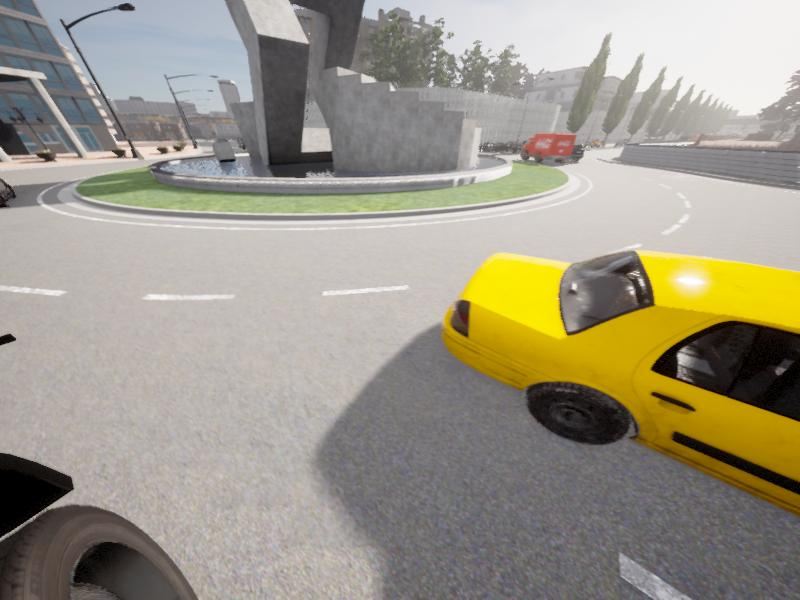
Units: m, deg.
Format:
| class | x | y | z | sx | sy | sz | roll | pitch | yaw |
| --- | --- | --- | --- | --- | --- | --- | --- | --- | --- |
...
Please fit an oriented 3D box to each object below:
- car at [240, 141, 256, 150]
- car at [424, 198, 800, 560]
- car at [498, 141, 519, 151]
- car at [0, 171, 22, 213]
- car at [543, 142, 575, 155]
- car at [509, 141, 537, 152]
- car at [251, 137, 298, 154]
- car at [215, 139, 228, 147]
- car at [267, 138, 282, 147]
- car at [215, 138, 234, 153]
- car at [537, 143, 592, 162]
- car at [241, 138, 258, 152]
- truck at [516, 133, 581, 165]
| class | x | y | z | sx | sy | sz | roll | pitch | yaw |
| --- | --- | --- | --- | --- | --- | --- | --- | --- | --- |
| car | -29.790 | -30.196 | 45.185 | 1.895 | 1.301 | 4.718 | -20 | 40 | -26 |
| car | 3.034 | 0.591 | 1.693 | 5.366 | 1.575 | 1.801 | 20 | 40 | 26 |
| car | 21.176 | -30.123 | 45.073 | 3.633 | 1.501 | 1.845 | -23 | 41 | -28 |
| car | -16.269 | -4.072 | 8.373 | 4.181 | 1.385 | 1.994 | 27 | 43 | 32 |
| car | 24.182 | -23.026 | 35.084 | 4.974 | 1.542 | 2.038 | -25 | 42 | -31 |
| car | 22.583 | -28.206 | 42.380 | 4.974 | 1.542 | 2.038 | -23 | 41 | -28 |
| car | -19.083 | -23.685 | 35.404 | 5.566 | 2.045 | 2.150 | -25 | 42 | -30 |
| car | -42.628 | -37.430 | 55.156 | 1.837 | 1.490 | 4.892 | -22 | 41 | -28 |
| car | -30.439 | -38.214 | 55.962 | 1.905 | 1.878 | 3.866 | -23 | 41 | -29 |
| car | -28.837 | -25.514 | 38.078 | 1.905 | 1.878 | 3.866 | -18 | 39 | -24 |
| car | 18.283 | -16.652 | 25.997 | 2.033 | 1.649 | 4.856 | -6 | 35 | -10 |
| car | -26.388 | -27.115 | 40.343 | 1.905 | 1.878 | 3.866 | -18 | 39 | -24 |
| truck | 15.182 | -15.875 | 24.175 | 2.627 | 2.467 | 5.204 | -3 | 36 | -6 |
